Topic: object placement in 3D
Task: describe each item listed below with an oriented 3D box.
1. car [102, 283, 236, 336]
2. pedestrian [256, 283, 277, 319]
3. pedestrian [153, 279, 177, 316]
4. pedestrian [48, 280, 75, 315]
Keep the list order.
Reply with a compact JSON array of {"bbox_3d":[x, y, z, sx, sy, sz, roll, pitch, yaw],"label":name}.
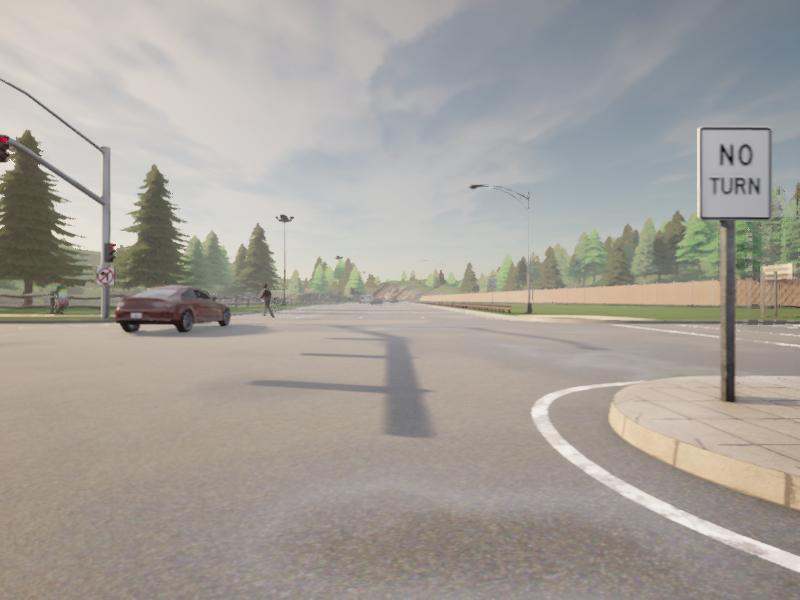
[{"bbox_3d":[-7.314,0.264,13.353,1.812,1.442,4.674,0,0,-1],"label":"car"},{"bbox_3d":[-7.026,0.032,21.095,0.751,1.860,0.751,0,0,11],"label":"pedestrian"},{"bbox_3d":[-12.237,-0.125,20.853,0.751,1.860,0.751,0,0,3],"label":"pedestrian"},{"bbox_3d":[-17.949,-0.129,21.230,0.751,1.860,0.751,0,0,4],"label":"pedestrian"}]
